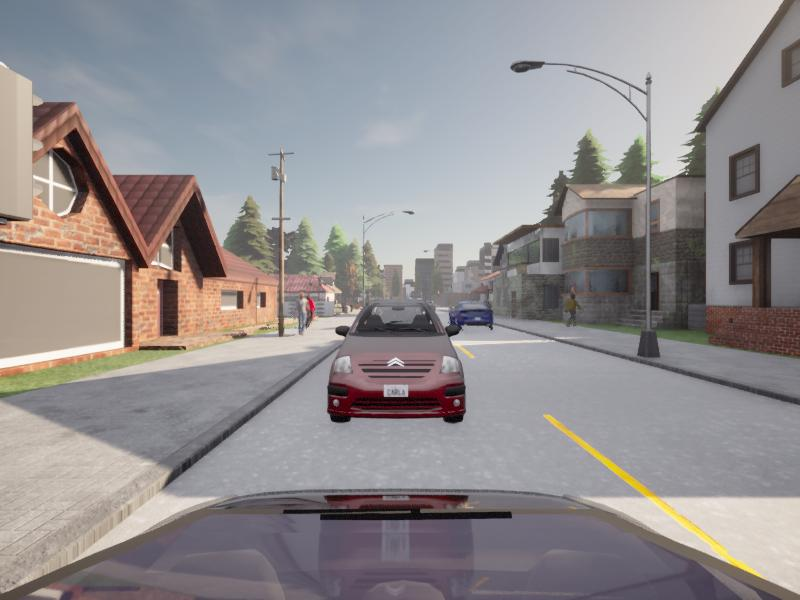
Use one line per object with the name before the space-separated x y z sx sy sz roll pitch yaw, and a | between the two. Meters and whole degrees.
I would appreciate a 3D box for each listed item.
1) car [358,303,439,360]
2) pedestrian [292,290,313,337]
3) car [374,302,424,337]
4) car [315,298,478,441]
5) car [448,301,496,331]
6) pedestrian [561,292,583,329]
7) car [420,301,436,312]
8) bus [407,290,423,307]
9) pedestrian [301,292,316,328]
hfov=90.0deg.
car | -0.034 0.851 13.091 2.163 1.488 4.792 0 0 0
pedestrian | -3.973 0.533 16.281 0.751 1.860 0.751 0 0 -17
car | -0.032 0.851 19.557 2.163 1.488 4.792 0 0 0
car | -0.037 0.788 6.528 1.851 1.617 3.988 0 0 0
car | 3.971 0.823 22.889 1.882 1.535 5.008 0 0 0
pedestrian | 8.946 0.533 20.794 0.751 1.860 0.751 0 0 -10
car | 3.988 0.853 56.835 1.970 1.475 3.806 0 0 0
bus | 3.887 -0.319 105.884 3.944 4.253 10.273 0 0 0
pedestrian | -4.865 0.533 21.322 0.751 1.860 0.751 0 0 -9
